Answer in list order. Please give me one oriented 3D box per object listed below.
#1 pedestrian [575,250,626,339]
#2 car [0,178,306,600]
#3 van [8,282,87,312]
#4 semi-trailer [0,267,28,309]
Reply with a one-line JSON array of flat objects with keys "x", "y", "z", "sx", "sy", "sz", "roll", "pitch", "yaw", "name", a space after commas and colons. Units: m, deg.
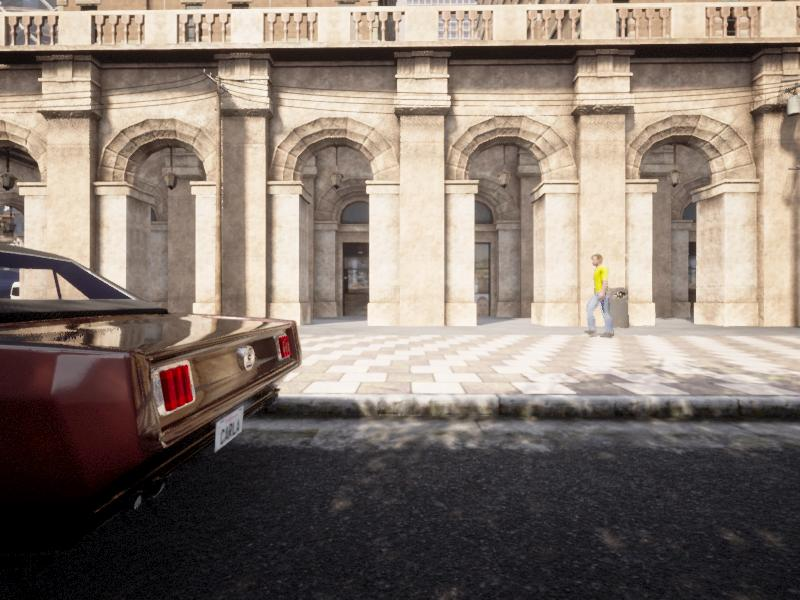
[{"x": 4.323, "y": -0.115, "z": 8.678, "sx": 0.751, "sy": 1.860, "sz": 0.751, "roll": 0, "pitch": 0, "yaw": 2, "name": "pedestrian"}, {"x": -3.058, "y": 0.338, "z": 2.008, "sx": 4.718, "sy": 1.301, "sz": 1.895, "roll": 0, "pitch": 0, "yaw": 1, "name": "car"}, {"x": -32.401, "y": -0.278, "z": 37.096, "sx": 1.988, "sy": 2.561, "sz": 5.915, "roll": 0, "pitch": 0, "yaw": 1, "name": "van"}, {"x": -42.942, "y": -1.218, "z": 37.492, "sx": 2.717, "sy": 4.402, "sz": 14.254, "roll": 0, "pitch": 0, "yaw": 1, "name": "semi-trailer"}]
